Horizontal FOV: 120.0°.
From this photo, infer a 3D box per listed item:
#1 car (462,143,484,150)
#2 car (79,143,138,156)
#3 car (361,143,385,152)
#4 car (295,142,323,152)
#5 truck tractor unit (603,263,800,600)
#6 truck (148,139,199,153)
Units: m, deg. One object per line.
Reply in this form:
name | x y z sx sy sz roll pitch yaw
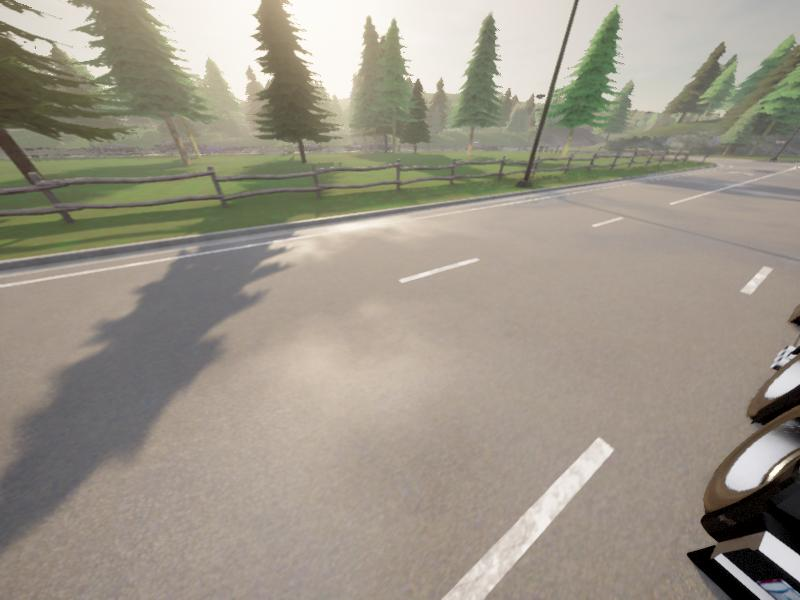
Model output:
car | 20.606 -43.418 65.353 5.366 1.575 1.801 5 35 7
car | -44.753 -23.321 35.671 5.238 1.638 1.930 -18 39 -24
car | -5.937 -33.520 50.761 4.856 1.649 2.033 -18 39 -24
car | -19.862 -33.643 50.782 5.238 1.638 1.930 -18 39 -25
truck tractor unit | 5.110 -0.299 0.796 6.516 4.208 3.053 -18 39 -24
truck | -42.208 -28.933 43.372 6.274 2.098 2.390 -18 39 -24
